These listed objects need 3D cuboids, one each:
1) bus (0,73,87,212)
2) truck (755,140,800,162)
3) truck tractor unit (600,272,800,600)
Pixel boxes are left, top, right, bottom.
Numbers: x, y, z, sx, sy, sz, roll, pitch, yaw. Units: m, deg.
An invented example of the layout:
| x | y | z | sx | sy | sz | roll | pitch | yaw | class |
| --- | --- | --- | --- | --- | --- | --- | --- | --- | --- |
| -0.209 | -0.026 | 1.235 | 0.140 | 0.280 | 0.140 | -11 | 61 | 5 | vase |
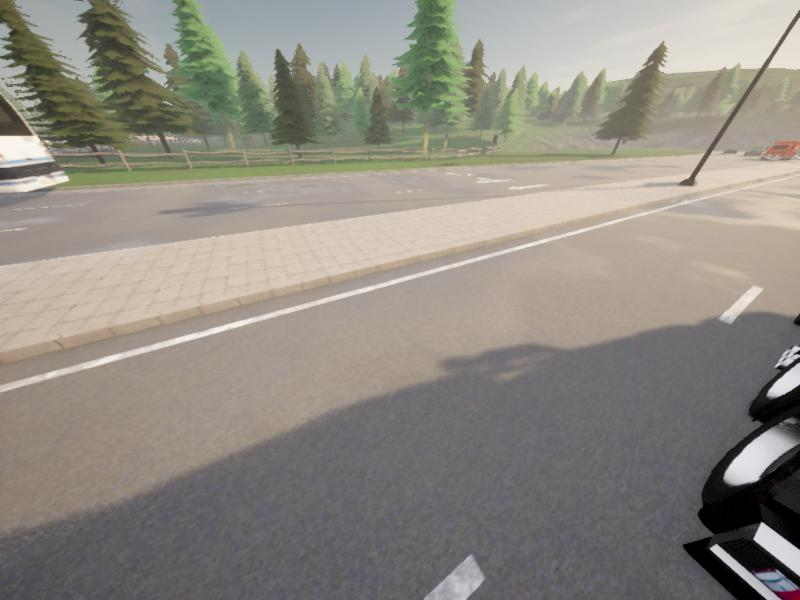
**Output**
| x | y | z | sx | sy | sz | roll | pitch | yaw | class |
| --- | --- | --- | --- | --- | --- | --- | --- | --- | --- |
| -19.149 | -4.756 | 6.855 | 10.273 | 4.253 | 3.944 | -17 | 39 | -24 | bus |
| 57.666 | -22.596 | 34.943 | 5.204 | 2.467 | 2.627 | -18 | 39 | -22 | truck |
| 5.133 | -0.275 | 0.765 | 6.516 | 4.208 | 3.053 | -17 | 39 | -24 | truck tractor unit |
